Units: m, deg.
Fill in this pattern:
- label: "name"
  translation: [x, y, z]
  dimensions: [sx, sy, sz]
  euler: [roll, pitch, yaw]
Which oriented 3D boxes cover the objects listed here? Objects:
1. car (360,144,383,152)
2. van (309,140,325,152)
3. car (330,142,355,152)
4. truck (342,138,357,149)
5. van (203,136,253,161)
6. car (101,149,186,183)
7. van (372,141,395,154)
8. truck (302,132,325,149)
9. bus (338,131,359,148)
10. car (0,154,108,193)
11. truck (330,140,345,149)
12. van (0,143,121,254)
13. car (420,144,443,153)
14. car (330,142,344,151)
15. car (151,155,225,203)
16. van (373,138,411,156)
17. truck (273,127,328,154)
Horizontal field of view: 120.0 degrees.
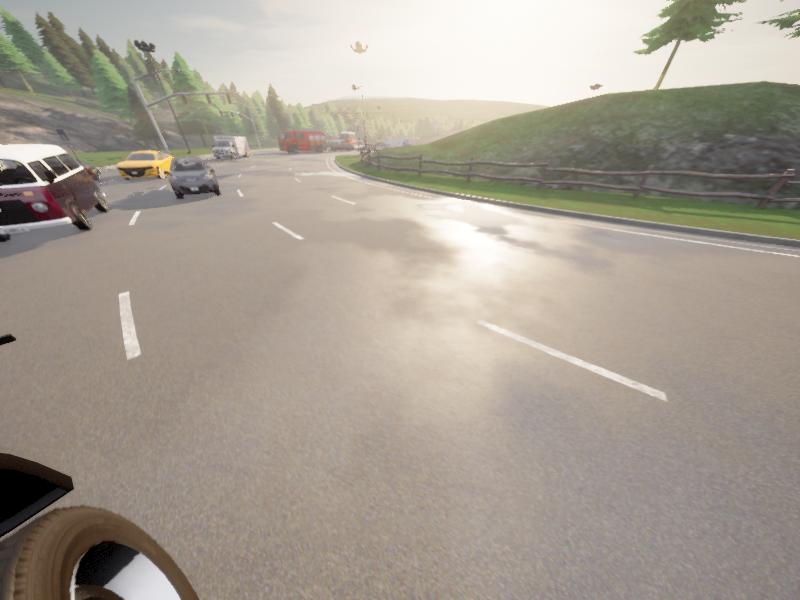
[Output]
- label: "car"
  translation: [-6.438, -34.474, 52.267]
  dimensions: [4.792, 1.488, 2.163]
  euler: [0, 35, 0]
- label: "van"
  translation: [-18.448, -34.529, 51.657]
  dimensions: [2.069, 2.038, 4.480]
  euler: [-1, 35, -2]
- label: "car"
  translation: [-12.655, -33.865, 51.164]
  dimensions: [5.027, 1.651, 2.152]
  euler: [-9, 36, -14]
- label: "truck"
  translation: [-14.667, -45.574, 67.280]
  dimensions: [2.627, 2.467, 5.204]
  euler: [3, 34, 3]
- label: "van"
  translation: [-21.891, -19.694, 29.883]
  dimensions: [2.351, 2.431, 6.366]
  euler: [-5, 35, -7]
- label: "car"
  translation: [-16.828, -9.179, 15.595]
  dimensions: [1.882, 1.535, 5.008]
  euler: [-13, 37, -18]
- label: "van"
  translation: [-3.180, -30.604, 46.301]
  dimensions: [4.442, 1.987, 1.775]
  euler: [2, 35, 1]
- label: "truck"
  translation: [-25.101, -46.947, 67.879]
  dimensions: [2.891, 3.827, 8.468]
  euler: [3, 35, 3]
- label: "bus"
  translation: [-17.085, -53.728, 77.404]
  dimensions: [3.944, 4.253, 10.273]
  euler: [3, 35, 3]
- label: "car"
  translation: [-18.720, -6.987, 12.553]
  dimensions: [1.994, 1.385, 4.181]
  euler: [-15, 38, -22]
- label: "truck"
  translation: [-18.190, -45.421, 67.308]
  dimensions: [2.390, 2.098, 6.274]
  euler: [3, 35, 3]
- label: "van"
  translation: [-10.450, -3.152, 6.561]
  dimensions: [2.069, 2.038, 4.480]
  euler: [-24, 42, -30]
- label: "car"
  translation: [7.024, -34.031, 51.807]
  dimensions: [4.974, 1.542, 2.038]
  euler: [2, 35, 3]
- label: "car"
  translation: [-15.108, -37.054, 55.676]
  dimensions: [2.242, 1.667, 4.611]
  euler: [0, 35, -1]
- label: "car"
  translation: [-9.826, -5.892, 10.982]
  dimensions: [1.845, 1.501, 3.633]
  euler: [-21, 40, -27]
- label: "van"
  translation: [-1.364, -26.723, 40.352]
  dimensions: [6.366, 2.431, 2.351]
  euler: [1, 35, 1]
- label: "truck"
  translation: [-18.326, -29.894, 43.417]
  dimensions: [2.891, 3.827, 8.468]
  euler: [29, 44, 35]
